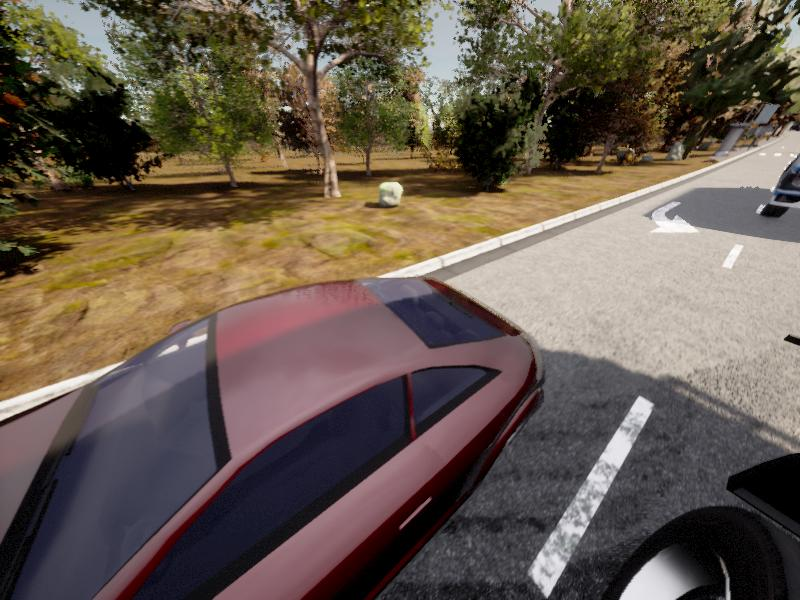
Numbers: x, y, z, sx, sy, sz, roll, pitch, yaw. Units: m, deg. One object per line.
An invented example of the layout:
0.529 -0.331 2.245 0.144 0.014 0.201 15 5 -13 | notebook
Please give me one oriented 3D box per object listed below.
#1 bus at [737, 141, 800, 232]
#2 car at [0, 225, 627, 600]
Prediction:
16.129 -5.035 7.289 10.273 4.253 3.944 -22 41 -28 | bus
-0.822 0.813 1.576 4.181 1.385 1.994 -22 41 -28 | car
